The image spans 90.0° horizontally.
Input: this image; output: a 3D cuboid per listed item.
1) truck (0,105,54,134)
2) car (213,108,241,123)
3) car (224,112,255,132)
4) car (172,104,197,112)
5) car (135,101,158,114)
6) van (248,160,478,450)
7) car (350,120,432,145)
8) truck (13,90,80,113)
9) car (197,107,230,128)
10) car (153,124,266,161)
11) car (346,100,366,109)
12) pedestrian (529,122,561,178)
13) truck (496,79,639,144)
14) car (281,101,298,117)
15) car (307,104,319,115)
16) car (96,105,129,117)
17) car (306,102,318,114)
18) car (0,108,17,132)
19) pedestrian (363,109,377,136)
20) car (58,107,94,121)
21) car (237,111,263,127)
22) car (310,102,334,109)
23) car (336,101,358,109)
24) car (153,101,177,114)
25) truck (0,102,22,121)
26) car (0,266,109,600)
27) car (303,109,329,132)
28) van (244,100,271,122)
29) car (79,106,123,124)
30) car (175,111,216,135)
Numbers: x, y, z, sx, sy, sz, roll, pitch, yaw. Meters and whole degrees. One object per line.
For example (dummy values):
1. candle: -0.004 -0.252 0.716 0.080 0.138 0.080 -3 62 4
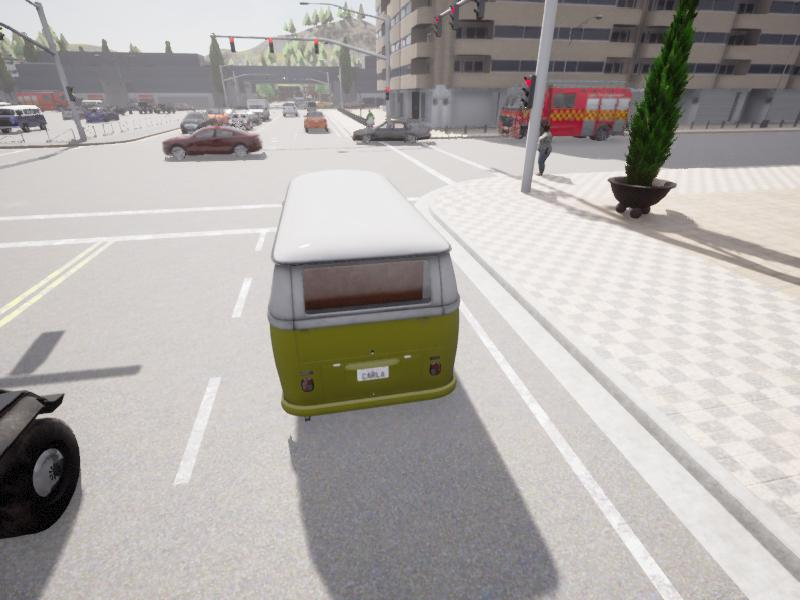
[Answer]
1. truck: -32.344 -15.430 34.111 2.069 2.038 4.478 -5 28 -10
2. car: -21.409 -22.941 49.702 2.163 1.488 4.792 -5 28 -10
3. car: -15.225 -17.032 38.190 1.970 1.475 3.806 -5 28 -10
4. car: -43.410 -38.765 80.646 3.806 1.475 1.970 -5 28 -10
5. car: -42.802 -32.529 67.635 1.905 1.878 3.866 -5 28 -10
6. van: -0.681 -0.526 5.471 1.775 1.987 4.442 -5 28 -10
7. car: -0.510 -11.462 27.325 5.357 1.411 2.033 2 27 4
8. truck: -67.365 -37.940 76.404 8.468 3.827 2.891 -5 28 -9
9. car: -19.895 -19.657 42.963 2.097 1.767 4.553 -5 28 -10
10. car: -9.949 -8.471 21.381 5.008 1.535 1.882 -6 28 -11
11. car: -10.531 -46.947 95.997 4.605 1.855 1.932 -5 28 -10
12. pedestrian: 5.417 -5.647 15.064 0.751 1.860 0.751 4 27 7
13. truck: 11.512 -13.263 28.122 8.468 3.827 2.891 -5 28 -10
14. car: -17.261 -29.981 62.792 2.150 2.045 5.566 -5 28 -10
15. car: -14.718 -32.079 67.389 1.845 1.501 3.633 -5 28 -10
16. car: -44.213 -29.194 61.652 2.033 1.415 5.357 -5 28 -10
17. car: -16.089 -35.313 73.358 1.905 1.878 3.866 -5 28 -10
18. car: -35.170 -15.056 33.593 1.932 1.855 4.605 -5 28 -10
19. pedestrian: -2.313 -13.719 30.905 0.751 1.860 0.751 -17 31 -29
20. car: -42.057 -24.249 52.035 1.970 1.475 3.806 -5 28 -10
21. car: -16.648 -20.203 44.485 1.994 1.385 4.181 -5 28 -10
22. car: -18.584 -46.476 95.463 5.008 1.535 1.882 8 28 15
23. car: -12.267 -45.052 92.559 4.856 1.649 2.033 -5 28 -10
24. car: -39.952 -32.766 68.086 1.932 1.855 4.605 -5 28 -10
25. truck: -50.565 -23.757 50.353 2.069 2.038 4.478 -5 28 -10
26. car: -3.361 1.531 1.575 1.905 1.878 3.866 -5 28 -10
27. car: -8.030 -17.103 37.971 2.097 1.767 4.553 -6 28 -11
28. van: -18.385 -24.594 51.881 2.351 2.431 6.366 -5 28 -10
29. car: -35.287 -21.933 47.357 2.242 1.667 4.611 -5 28 -10
30. car: -18.345 -16.078 36.176 2.033 1.649 4.856 -5 28 -10
